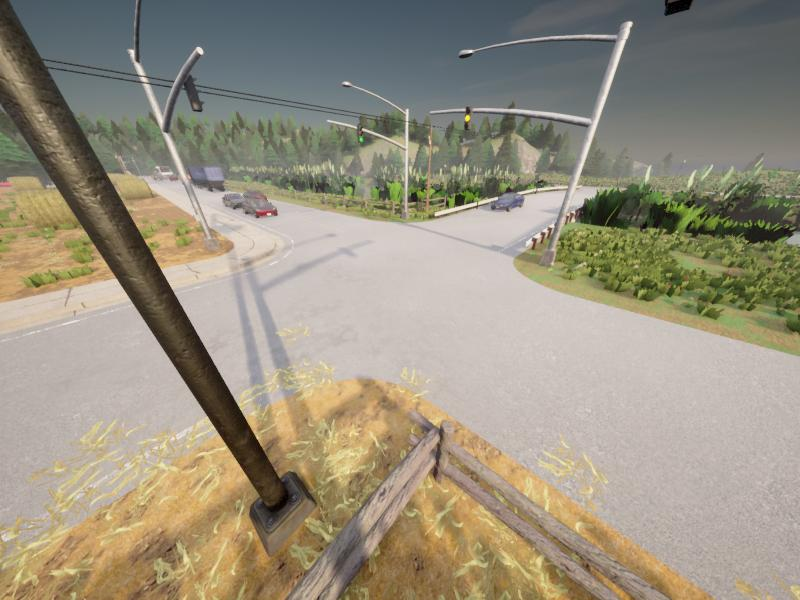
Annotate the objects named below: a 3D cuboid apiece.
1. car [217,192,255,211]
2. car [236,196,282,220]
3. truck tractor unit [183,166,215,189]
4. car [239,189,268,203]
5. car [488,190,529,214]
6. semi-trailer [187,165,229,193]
[{"bbox_3d":[-19.213,-11.586,26.983,5.357,1.411,2.033,25,38,36],"label":"car"},{"bbox_3d":[-13.844,-9.098,22.586,4.792,1.488,2.163,25,38,36],"label":"car"},{"bbox_3d":[-44.331,-27.020,50.928,6.516,4.208,3.053,25,38,37],"label":"truck tractor unit"},{"bbox_3d":[-20.484,-14.575,32.185,4.181,1.385,1.994,25,38,36],"label":"car"},{"bbox_3d":[11.213,-10.164,23.755,4.674,1.442,1.812,-28,40,-35],"label":"car"},{"bbox_3d":[-38.563,-24.409,46.164,14.254,4.402,2.717,25,38,36],"label":"semi-trailer"}]
